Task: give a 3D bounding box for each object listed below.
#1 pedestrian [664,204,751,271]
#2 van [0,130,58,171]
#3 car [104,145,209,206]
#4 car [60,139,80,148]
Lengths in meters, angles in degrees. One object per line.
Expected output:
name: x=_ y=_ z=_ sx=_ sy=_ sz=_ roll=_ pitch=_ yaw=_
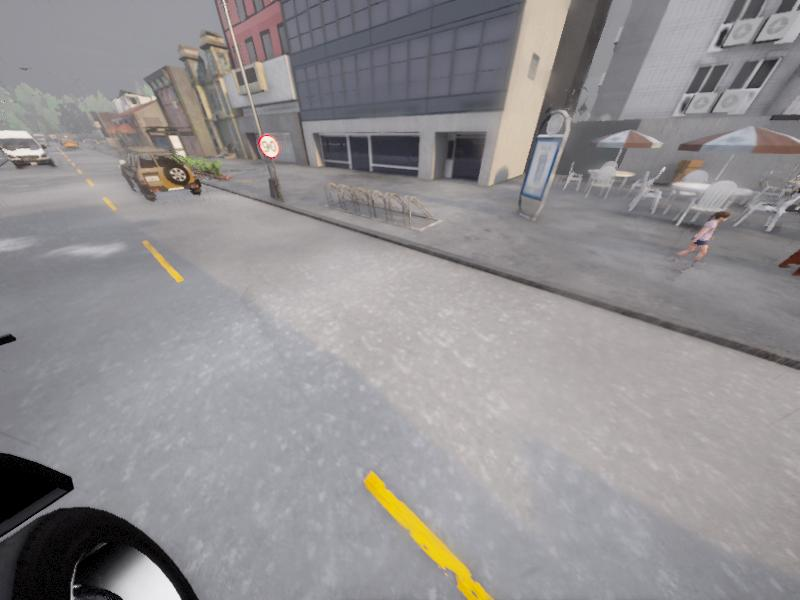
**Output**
pedestrian: x=5.956 y=-1.235 z=4.554 sx=0.500 sy=1.100 sz=0.500 roll=23 pitch=41 yaw=29
van: x=-31.198 y=-12.529 z=19.243 sx=5.915 sy=2.561 sz=1.988 roll=25 pitch=42 yaw=31
car: x=-11.008 y=-5.803 z=10.444 sx=4.605 sy=1.855 sz=1.932 roll=25 pitch=42 yaw=30
car: x=-72.647 y=-34.372 z=50.794 sx=5.008 sy=1.535 sz=1.882 roll=25 pitch=42 yaw=31
